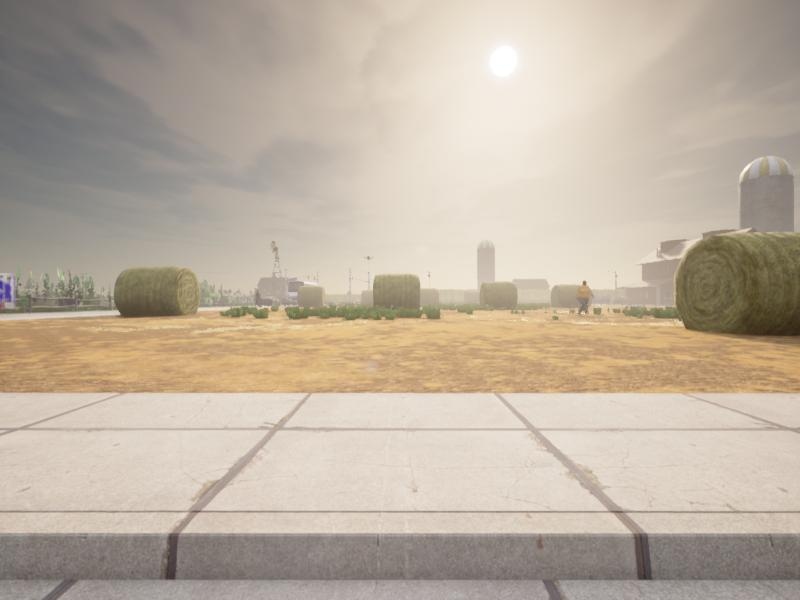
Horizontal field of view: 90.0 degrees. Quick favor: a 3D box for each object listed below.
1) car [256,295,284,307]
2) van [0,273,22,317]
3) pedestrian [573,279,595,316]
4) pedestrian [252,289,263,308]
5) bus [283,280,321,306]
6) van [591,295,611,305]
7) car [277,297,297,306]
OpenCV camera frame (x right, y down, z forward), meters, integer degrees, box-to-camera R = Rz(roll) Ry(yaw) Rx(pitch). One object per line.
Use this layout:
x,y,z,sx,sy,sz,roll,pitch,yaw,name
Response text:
-18.168,0.123,56.124,1.930,1.638,5.238,0,0,3,car
-23.397,-0.275,20.202,2.351,2.431,6.366,0,0,3,van
9.374,-0.138,20.431,0.751,1.860,0.751,0,0,-3,pedestrian
-14.159,-0.160,39.839,0.751,1.860,0.751,0,0,7,pedestrian
-17.491,-1.186,72.674,3.944,4.253,10.273,0,0,3,bus
39.266,0.002,78.275,1.775,1.987,4.442,0,0,-1,van
-17.830,0.206,63.155,1.816,1.474,4.193,0,0,3,car
